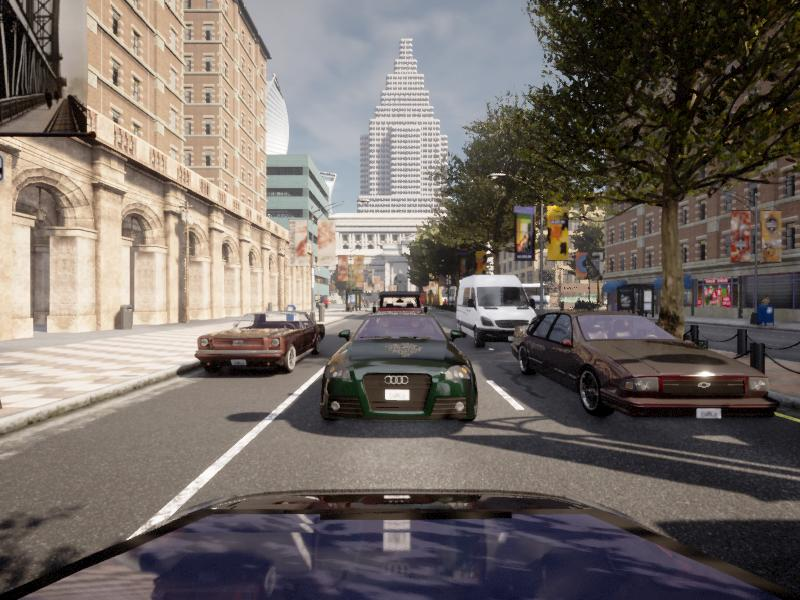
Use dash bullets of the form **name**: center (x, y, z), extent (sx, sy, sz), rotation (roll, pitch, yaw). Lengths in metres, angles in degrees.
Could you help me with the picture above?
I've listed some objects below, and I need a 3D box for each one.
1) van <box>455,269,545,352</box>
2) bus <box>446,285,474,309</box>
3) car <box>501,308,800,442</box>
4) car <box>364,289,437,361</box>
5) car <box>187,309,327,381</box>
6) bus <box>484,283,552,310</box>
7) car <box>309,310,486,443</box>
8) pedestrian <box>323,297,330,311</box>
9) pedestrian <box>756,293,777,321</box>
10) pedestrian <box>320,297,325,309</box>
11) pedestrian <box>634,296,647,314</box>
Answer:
- **van**: center (3.503, 0.323, 15.361), extent (1.988, 2.561, 5.915), rotation (0, 0, 0)
- **bus**: center (11.402, -0.537, 77.690), extent (3.944, 4.253, 10.273), rotation (0, 0, 0)
- **car**: center (3.501, 0.895, 7.189), extent (2.033, 1.411, 5.357), rotation (0, 0, 0)
- **car**: center (0.002, 0.646, 12.323), extent (1.905, 1.878, 3.866), rotation (0, 0, 0)
- **car**: center (-3.246, 0.939, 10.223), extent (1.895, 1.301, 4.718), rotation (0, 0, 0)
- **bus**: center (19.716, -0.537, 67.554), extent (10.273, 4.253, 3.944), rotation (0, 0, 38)
- **car**: center (0.010, 0.908, 6.581), extent (1.994, 1.385, 4.181), rotation (0, 0, 1)
- **pedestrian**: center (-9.923, 0.486, 53.969), extent (0.751, 1.860, 0.751), rotation (0, 0, 2)
- **pedestrian**: center (24.947, 0.486, 27.216), extent (0.751, 1.860, 0.751), rotation (0, 0, 3)
- **pedestrian**: center (-12.526, 0.486, 64.721), extent (0.751, 1.860, 0.751), rotation (0, 0, -1)
- **pedestrian**: center (24.256, 0.486, 40.344), extent (0.751, 1.860, 0.751), rotation (0, 0, -7)
